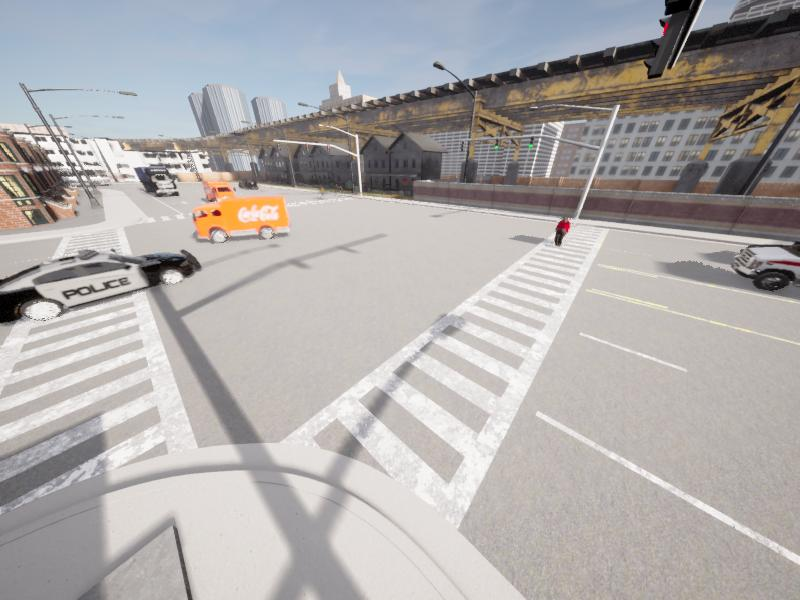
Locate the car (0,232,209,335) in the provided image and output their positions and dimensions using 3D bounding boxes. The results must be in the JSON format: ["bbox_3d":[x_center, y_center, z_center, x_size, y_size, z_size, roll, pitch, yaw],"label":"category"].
[{"bbox_3d":[-10.662,-0.966,8.334,1.930,1.638,5.238,21,36,31],"label":"car"}]

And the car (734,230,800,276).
[{"bbox_3d":[19.105,-1.643,9.755,5.357,1.411,2.033,24,38,35],"label":"car"}]

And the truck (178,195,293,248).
[{"bbox_3d":[-10.011,-5.242,14.912,5.204,2.467,2.627,-11,31,-18],"label":"truck"}]

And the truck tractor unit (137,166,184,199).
[{"bbox_3d":[-37.128,-18.331,35.823,6.516,4.208,3.053,23,37,35],"label":"truck tractor unit"}]

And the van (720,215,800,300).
[{"bbox_3d":[16.434,-0.935,7.496,6.366,2.431,2.351,24,38,35],"label":"van"}]

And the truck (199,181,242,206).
[{"bbox_3d":[-23.099,-13.766,29.676,5.204,2.467,2.627,24,38,35],"label":"truck"}]

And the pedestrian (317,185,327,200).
[{"bbox_3d":[-10.981,-15.211,32.739,0.751,1.860,0.751,17,34,27],"label":"pedestrian"}]

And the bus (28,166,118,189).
[{"bbox_3d":[-73.021,-27.799,52.204,10.273,4.253,3.944,-12,31,-20],"label":"bus"}]

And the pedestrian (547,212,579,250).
[{"bbox_3d":[9.292,-3.938,13.215,0.751,1.860,0.751,-18,35,-29],"label":"pedestrian"}]

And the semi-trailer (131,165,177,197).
[{"bbox_3d":[-43.095,-21.010,40.276,14.254,4.402,2.717,24,38,35],"label":"semi-trailer"}]

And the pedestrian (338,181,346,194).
[{"bbox_3d":[-9.653,-18.644,38.382,0.751,1.860,0.751,-22,37,-33],"label":"pedestrian"}]

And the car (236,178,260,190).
[{"bbox_3d":[-32.201,-24.572,48.817,5.566,2.045,2.150,23,37,34],"label":"car"}]
